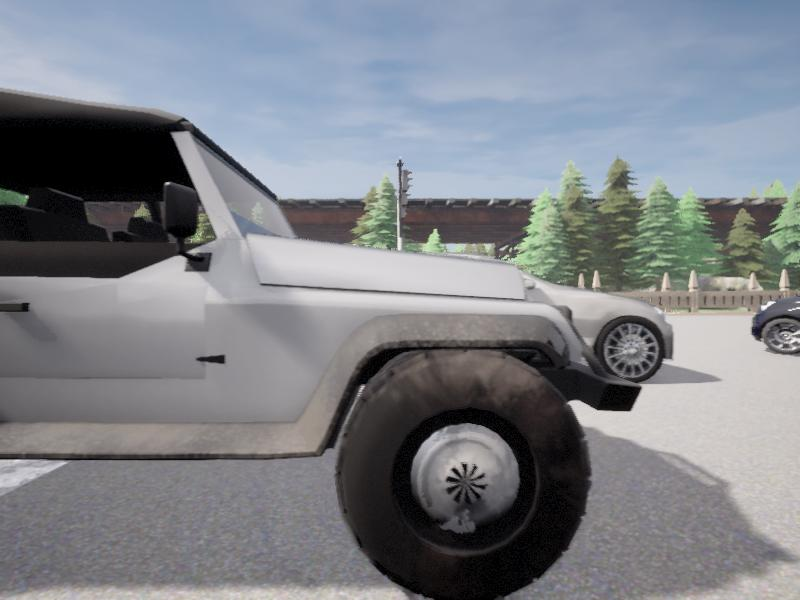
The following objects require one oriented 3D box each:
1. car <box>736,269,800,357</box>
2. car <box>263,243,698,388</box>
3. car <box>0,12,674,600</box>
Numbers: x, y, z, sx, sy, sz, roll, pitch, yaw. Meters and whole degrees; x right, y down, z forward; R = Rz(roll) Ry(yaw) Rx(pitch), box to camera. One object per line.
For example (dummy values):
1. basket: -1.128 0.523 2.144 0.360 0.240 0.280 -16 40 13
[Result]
1. car: 8.142 0.226 6.550 1.845 1.501 3.633 0 0 -32
2. car: 0.933 0.180 5.700 5.027 1.651 2.152 0 0 0
3. car: -1.084 0.045 2.196 3.866 1.878 1.905 0 0 0
